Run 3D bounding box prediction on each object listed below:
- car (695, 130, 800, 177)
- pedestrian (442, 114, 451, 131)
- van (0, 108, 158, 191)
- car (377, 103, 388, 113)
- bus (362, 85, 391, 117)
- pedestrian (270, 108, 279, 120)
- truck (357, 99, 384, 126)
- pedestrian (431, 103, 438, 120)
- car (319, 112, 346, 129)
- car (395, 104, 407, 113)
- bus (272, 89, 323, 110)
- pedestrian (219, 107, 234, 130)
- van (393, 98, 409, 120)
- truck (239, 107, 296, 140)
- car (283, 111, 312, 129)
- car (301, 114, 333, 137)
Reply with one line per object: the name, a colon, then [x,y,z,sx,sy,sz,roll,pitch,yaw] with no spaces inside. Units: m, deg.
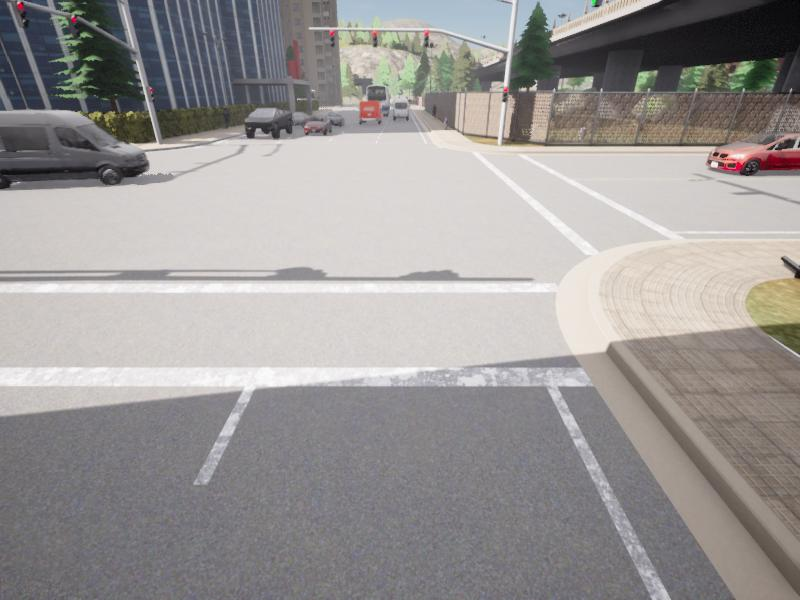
car: [16.181,-6.442,17.457,4.611,1.667,2.242,0,27,0]
pedestrian: [4.068,-15.493,34.980,0.751,1.300,0.751,4,27,7]
van: [-12.944,-5.662,14.954,5.915,2.561,1.988,-6,28,-11]
car: [-3.304,-36.957,76.902,1.801,1.575,5.366,0,27,0]
bus: [-3.459,-31.295,62.905,3.944,4.253,10.273,0,27,0]
pedestrian: [-15.959,-23.615,50.797,0.751,1.300,0.751,-1,27,-2]
truck: [-3.390,-22.123,47.050,2.627,2.467,5.204,0,29,0]
pedestrian: [4.352,-23.722,50.394,0.751,1.860,0.751,0,27,0]
car: [-6.896,-18.574,41.292,1.994,1.385,4.181,0,27,0]
car: [0.193,-36.339,75.806,2.128,1.511,4.902,0,27,0]
bus: [-23.528,-46.425,92.485,10.273,4.253,3.944,0,27,0]
pedestrian: [-15.869,-16.650,36.619,0.751,1.860,0.751,-3,27,-7]
van: [0.143,-25.998,54.460,1.988,2.561,5.915,0,26,0]
truck: [-10.416,-14.258,32.088,2.390,2.098,6.274,0,27,0]
car: [-10.394,-18.432,40.934,1.812,1.442,4.674,0,27,0]
car: [-6.910,-14.797,33.822,1.816,1.474,4.193,0,27,0]
